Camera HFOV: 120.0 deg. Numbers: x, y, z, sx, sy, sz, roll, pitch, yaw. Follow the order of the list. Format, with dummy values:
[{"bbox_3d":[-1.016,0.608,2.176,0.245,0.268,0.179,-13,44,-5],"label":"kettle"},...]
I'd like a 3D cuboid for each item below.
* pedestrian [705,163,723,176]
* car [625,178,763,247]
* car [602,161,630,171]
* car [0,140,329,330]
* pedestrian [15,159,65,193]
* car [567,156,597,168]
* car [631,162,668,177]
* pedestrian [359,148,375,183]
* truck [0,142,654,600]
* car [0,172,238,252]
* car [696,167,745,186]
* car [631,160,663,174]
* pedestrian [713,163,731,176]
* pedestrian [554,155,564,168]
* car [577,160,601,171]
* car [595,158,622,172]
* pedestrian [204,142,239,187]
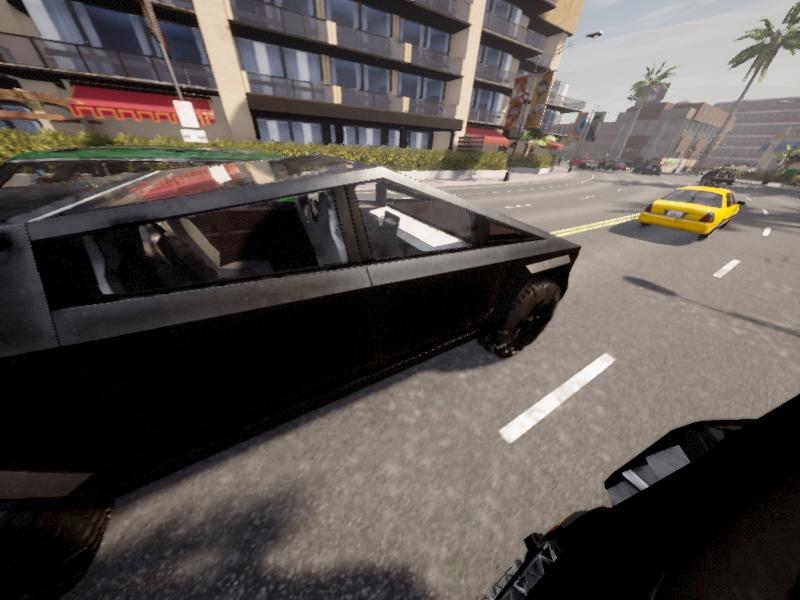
[{"bbox_3d":[53.559,-22.279,39.389,0.751,1.860,0.751,14,35,16],"label":"pedestrian"},{"bbox_3d":[10.865,-3.433,8.488,5.366,1.575,1.801,-18,38,-28],"label":"car"},{"bbox_3d":[42.753,-26.590,45.873,1.994,1.385,4.181,5,34,4],"label":"car"},{"bbox_3d":[-4.410,-1.379,3.881,5.566,2.045,2.150,-17,38,-26],"label":"car"},{"bbox_3d":[-13.652,-4.714,8.797,0.500,1.100,0.500,-23,41,-33],"label":"pedestrian"},{"bbox_3d":[42.886,-32.777,54.632,2.150,2.045,5.566,-2,34,-8],"label":"car"},{"bbox_3d":[39.608,-20.945,36.878,2.242,1.667,4.611,15,36,17],"label":"car"},{"bbox_3d":[-2.090,-8.592,14.782,0.751,1.860,0.751,-16,38,-26],"label":"pedestrian"},{"bbox_3d":[-0.936,-0.171,2.257,6.274,2.098,2.390,-16,38,-26],"label":"truck"},{"bbox_3d":[-7.235,-2.503,6.057,4.718,1.301,1.895,-16,38,-26],"label":"car"},{"bbox_3d":[37.463,-14.563,27.150,1.851,1.617,3.988,22,38,26],"label":"car"},{"bbox_3d":[45.353,-24.614,42.623,1.905,1.878,3.866,9,34,9],"label":"car"},{"bbox_3d":[53.957,-21.818,38.721,0.751,1.860,0.751,-7,35,-14],"label":"pedestrian"},{"bbox_3d":[28.639,-24.887,41.555,0.751,1.860,0.751,12,35,13],"label":"pedestrian"},{"bbox_3d":[34.984,-25.082,42.967,1.970,1.475,3.806,10,34,11],"label":"car"},{"bbox_3d":[38.540,-25.049,42.792,1.905,1.878,3.866,10,34,11],"label":"car"},{"bbox_3d":[-8.686,-6.613,11.327,0.751,1.860,0.751,-14,37,-24],"label":"pedestrian"}]
